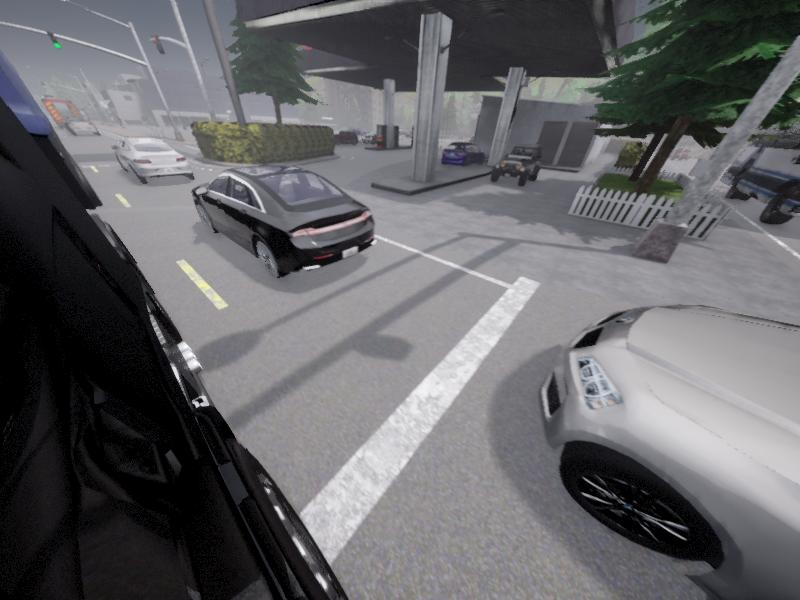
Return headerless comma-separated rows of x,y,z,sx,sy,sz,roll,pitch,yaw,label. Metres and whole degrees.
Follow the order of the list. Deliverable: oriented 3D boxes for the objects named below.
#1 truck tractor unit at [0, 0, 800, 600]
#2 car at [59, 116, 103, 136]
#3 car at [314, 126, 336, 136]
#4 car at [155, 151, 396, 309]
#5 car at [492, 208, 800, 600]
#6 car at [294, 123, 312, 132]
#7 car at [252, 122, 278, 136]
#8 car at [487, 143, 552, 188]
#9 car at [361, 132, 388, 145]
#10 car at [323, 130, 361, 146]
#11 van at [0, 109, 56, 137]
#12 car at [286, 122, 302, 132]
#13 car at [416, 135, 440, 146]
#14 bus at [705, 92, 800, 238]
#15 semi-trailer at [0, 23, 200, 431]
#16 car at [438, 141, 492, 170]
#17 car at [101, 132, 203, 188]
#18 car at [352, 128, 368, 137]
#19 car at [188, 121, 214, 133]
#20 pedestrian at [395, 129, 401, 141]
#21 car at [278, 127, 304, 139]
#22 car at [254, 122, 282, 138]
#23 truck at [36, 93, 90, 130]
-2.645,-0.295,0.351,6.516,4.208,3.053,28,44,30,truck tractor unit
-36.679,-19.975,26.535,5.027,1.651,2.152,28,43,29,car
-15.999,-36.122,49.501,4.514,1.523,2.007,28,43,29,car
-2.654,-1.940,4.811,4.902,1.511,2.128,28,44,30,car
3.143,1.361,0.737,2.242,1.667,4.611,-21,45,-29,car
-26.219,-46.617,62.490,4.605,1.855,1.932,28,43,29,car
-24.450,-31.047,41.849,4.605,1.855,1.932,28,43,29,car
7.027,-7.978,13.511,1.905,1.878,3.866,28,43,29,car
-3.856,-25.089,35.939,1.970,1.475,3.806,28,44,30,car
-7.896,-22.360,31.912,2.033,1.649,4.856,28,44,30,car
-37.098,-17.576,22.960,4.480,2.038,2.069,24,42,26,van
-27.745,-45.178,60.437,3.866,1.878,1.905,28,43,29,car
4.883,-27.790,40.203,1.994,1.385,4.181,28,44,30,car
17.294,-5.513,8.911,3.944,4.253,10.273,28,44,30,bus
-8.682,-3.613,4.248,14.254,4.402,2.717,28,42,30,semi-trailer
5.406,-12.063,19.131,2.242,1.667,4.611,28,43,29,car
-10.906,-6.246,10.125,4.674,1.442,1.812,29,43,28,car
-9.623,-40.518,55.815,3.633,1.501,1.845,28,43,29,car
-36.589,-31.869,42.485,4.514,1.523,2.007,28,43,29,car
-0.430,-31.797,44.491,0.751,1.860,0.751,27,43,29,pedestrian
-17.894,-27.415,37.875,3.806,1.475,1.970,28,43,29,car
-20.465,-26.416,35.901,3.866,1.878,1.905,28,43,29,car
-51.063,-28.457,35.059,8.468,3.827,2.891,28,43,30,truck
